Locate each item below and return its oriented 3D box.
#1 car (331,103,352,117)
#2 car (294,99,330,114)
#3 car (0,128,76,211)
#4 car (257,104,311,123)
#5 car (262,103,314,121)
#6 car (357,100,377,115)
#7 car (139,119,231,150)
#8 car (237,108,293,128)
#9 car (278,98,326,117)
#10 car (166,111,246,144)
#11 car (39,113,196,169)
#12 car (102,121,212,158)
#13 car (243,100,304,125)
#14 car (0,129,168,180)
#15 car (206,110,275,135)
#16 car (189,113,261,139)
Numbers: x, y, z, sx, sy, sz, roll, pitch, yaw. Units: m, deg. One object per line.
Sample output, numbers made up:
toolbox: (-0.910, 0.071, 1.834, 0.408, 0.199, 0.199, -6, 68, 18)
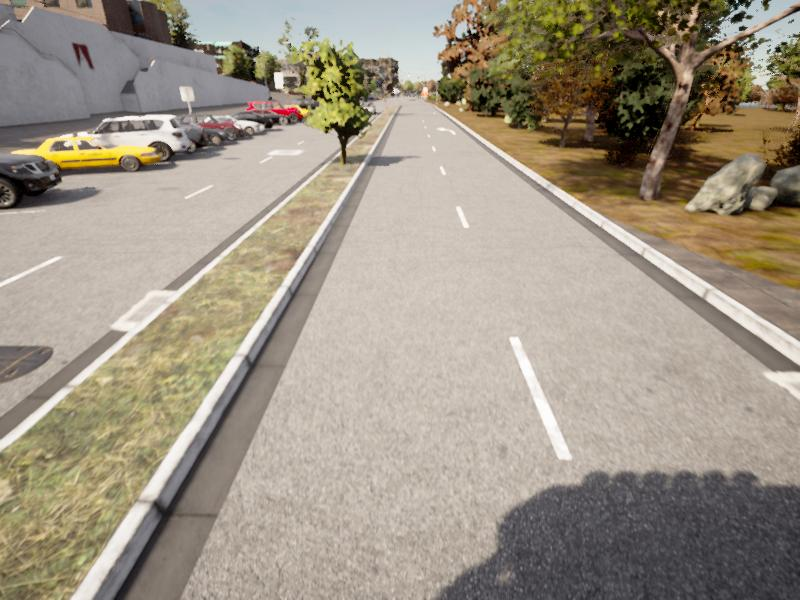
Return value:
car: (-7.534, -24.716, 51.892, 1.837, 1.490, 4.892, 1, 28, 1)
car: (-12.453, -27.474, 56.825, 4.553, 1.767, 2.185, -10, 29, -16)
car: (-13.572, -3.737, 11.677, 5.566, 2.045, 2.435, -10, 28, -16)
car: (-12.634, -20.379, 43.673, 5.366, 1.575, 1.946, -10, 29, -16)
car: (-12.918, -21.722, 46.213, 5.366, 1.575, 1.946, -10, 29, -16)
car: (-4.464, -26.255, 54.614, 2.242, 1.667, 4.611, 1, 28, 1)
car: (-13.270, -10.437, 25.103, 4.674, 1.452, 2.002, -10, 29, -16)
car: (-12.914, -17.504, 38.349, 4.792, 1.488, 2.163, -10, 29, -16)
car: (-12.641, -24.774, 51.439, 5.566, 2.045, 2.435, -10, 29, -16)
car: (-13.234, -11.986, 27.665, 4.553, 1.767, 2.185, -10, 29, -16)
car: (-13.427, -7.891, 19.638, 5.566, 2.045, 2.435, -10, 29, -16)
car: (-13.359, -9.038, 22.422, 4.792, 1.488, 2.163, -10, 29, -16)
car: (-12.854, -19.163, 40.867, 5.566, 2.045, 2.435, -10, 29, -16)
car: (-13.291, -6.313, 17.156, 5.366, 1.575, 1.946, -10, 28, -16)
car: (-13.064, -14.697, 33.029, 5.008, 1.535, 2.097, -10, 30, -16)
car: (-13.139, -13.252, 30.400, 4.674, 1.452, 2.002, -10, 29, -16)
